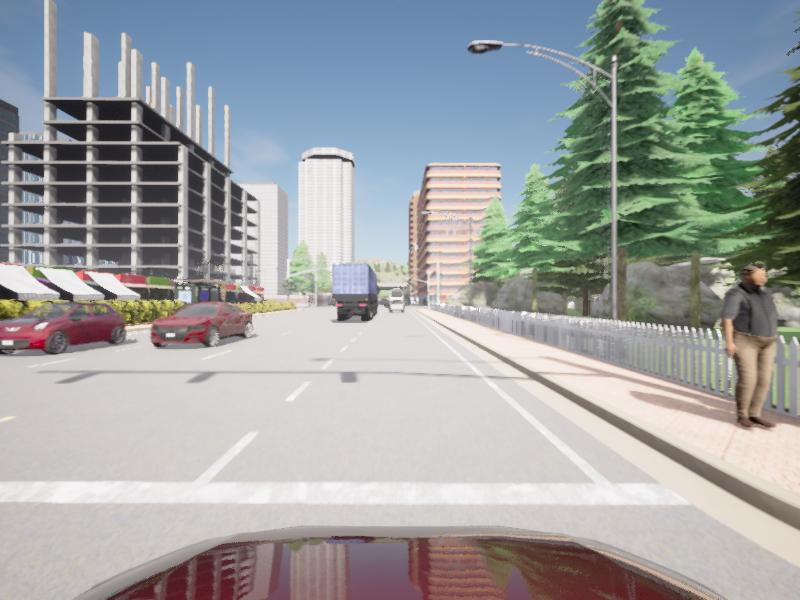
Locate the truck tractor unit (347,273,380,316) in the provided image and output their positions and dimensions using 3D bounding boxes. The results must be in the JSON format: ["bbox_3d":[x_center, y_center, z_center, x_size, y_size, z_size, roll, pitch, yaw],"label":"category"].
[{"bbox_3d":[-3.722,-0.504,42.670,3.053,4.208,6.516,0,0,-1],"label":"truck tractor unit"}]

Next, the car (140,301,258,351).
[{"bbox_3d":[-7.085,0.822,14.823,1.882,1.535,5.008,0,0,-1],"label":"car"}]

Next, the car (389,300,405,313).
[{"bbox_3d":[-0.397,0.782,50.203,1.851,1.617,3.988,0,0,0],"label":"car"}]

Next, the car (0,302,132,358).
[{"bbox_3d":[-10.568,0.827,12.580,1.845,1.501,3.633,0,0,-1],"label":"car"}]

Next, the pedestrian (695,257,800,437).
[{"bbox_3d":[3.971,0.487,4.501,0.751,1.860,0.751,0,0,0],"label":"pedestrian"}]

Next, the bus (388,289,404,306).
[{"bbox_3d":[-1.001,-0.546,104.899,3.944,4.253,10.273,0,0,-1],"label":"bus"}]

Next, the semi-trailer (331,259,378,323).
[{"bbox_3d":[-3.567,-0.621,34.751,2.717,4.402,14.254,0,0,-1],"label":"semi-trailer"}]
